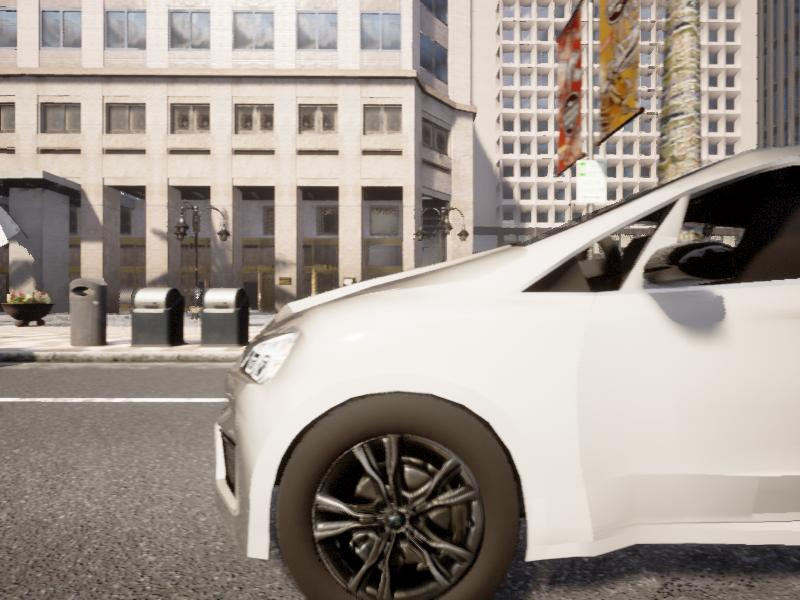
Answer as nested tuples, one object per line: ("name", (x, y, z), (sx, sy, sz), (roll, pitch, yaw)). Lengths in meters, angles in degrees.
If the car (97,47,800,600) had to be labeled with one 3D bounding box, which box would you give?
("car", (1.490, 0.158, 2.201), (4.611, 1.667, 2.242), (0, 0, 0))
